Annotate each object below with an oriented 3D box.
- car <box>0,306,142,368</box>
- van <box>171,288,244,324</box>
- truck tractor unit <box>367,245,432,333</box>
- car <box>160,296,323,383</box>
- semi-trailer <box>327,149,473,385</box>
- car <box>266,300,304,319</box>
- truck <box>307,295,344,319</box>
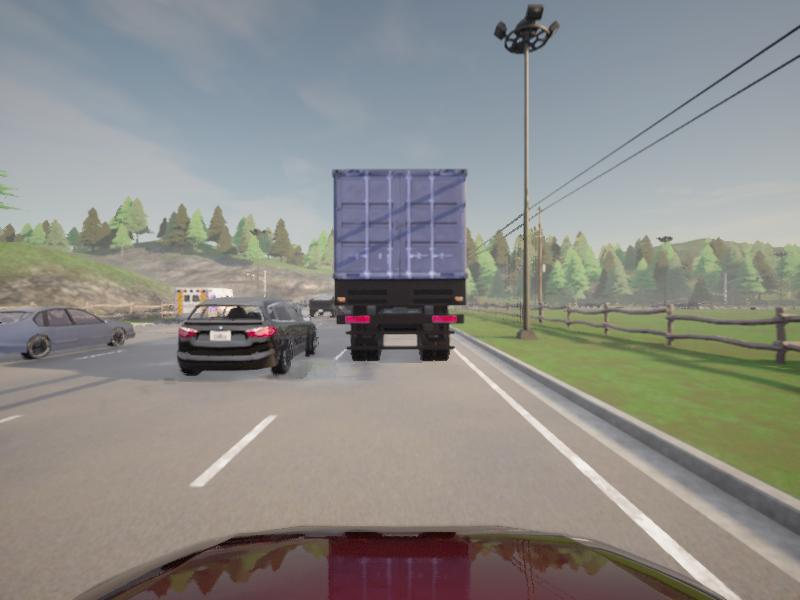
[{"bbox_3d":[-10.497,0.906,12.008,2.033,1.411,5.357,0,0,0],"label":"car"},{"bbox_3d":[-13.998,0.405,29.740,2.351,2.431,6.366,0,0,0],"label":"van"},{"bbox_3d":[-0.027,-0.510,22.514,3.053,4.208,6.516,0,0,0],"label":"truck tractor unit"},{"bbox_3d":[-3.503,0.765,10.030,2.242,1.667,4.611,0,0,0],"label":"car"},{"bbox_3d":[-0.008,-0.611,14.592,2.717,4.402,14.254,0,0,0],"label":"semi-trailer"},{"bbox_3d":[-10.498,0.805,36.939,1.930,1.638,5.238,0,0,0],"label":"car"},{"bbox_3d":[-7.000,0.579,38.391,2.390,2.098,6.274,0,0,0],"label":"truck"}]
